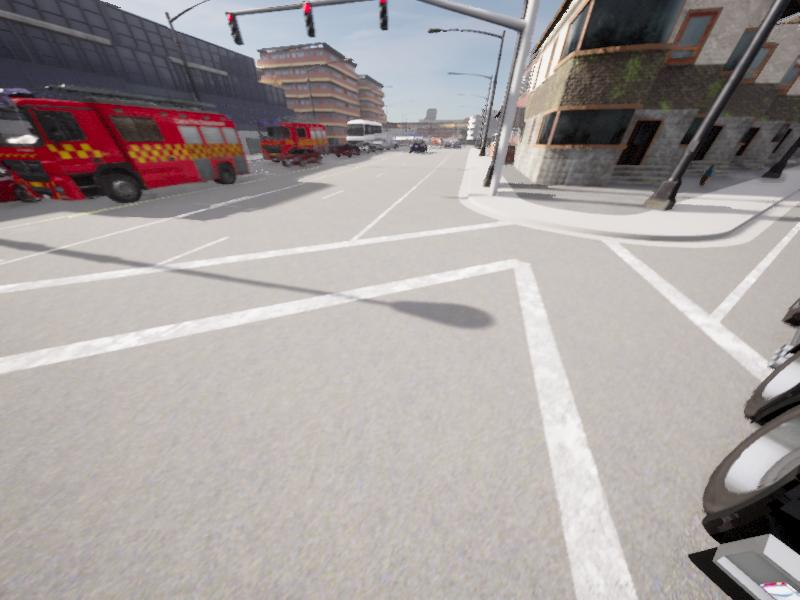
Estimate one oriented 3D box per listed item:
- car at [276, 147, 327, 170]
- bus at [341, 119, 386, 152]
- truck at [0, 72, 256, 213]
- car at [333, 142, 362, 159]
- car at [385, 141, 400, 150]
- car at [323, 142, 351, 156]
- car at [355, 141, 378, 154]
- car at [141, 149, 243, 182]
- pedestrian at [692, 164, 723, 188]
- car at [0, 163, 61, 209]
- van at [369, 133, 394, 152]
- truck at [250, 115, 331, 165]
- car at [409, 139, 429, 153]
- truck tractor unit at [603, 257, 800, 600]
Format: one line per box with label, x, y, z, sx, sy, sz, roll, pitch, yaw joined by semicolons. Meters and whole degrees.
car;-8.940;-13.251;21.434;1.812;1.442;4.674;9;37;12
bus;-5.912;-29.012;40.832;3.944;4.253;10.273;9;36;12
truck;-12.025;-7.353;11.114;2.891;3.827;8.468;9;36;12
car;-6.478;-18.841;29.055;1.816;1.474;4.193;9;37;12
car;-1.342;-30.596;45.593;1.812;1.442;4.674;7;35;10
car;-8.889;-21.533;32.840;1.994;1.385;4.181;8;37;11
car;-4.875;-22.444;33.992;1.970;1.475;3.806;9;37;12
car;-14.216;-9.636;16.330;2.038;1.542;4.974;9;36;12
pedestrian;17.121;-6.909;12.875;0.500;1.100;0.500;-16;38;-23
car;-16.735;-4.058;8.518;1.994;1.385;4.181;9;36;12
van;-3.021;-26.946;39.489;2.351;2.431;6.366;9;36;12
truck;-11.167;-17.387;25.105;2.891;3.827;8.468;9;37;12
car;3.013;-23.983;35.967;2.242;1.667;4.611;9;36;12
truck tractor unit;5.107;-0.302;0.803;6.516;4.208;3.053;-18;39;-25
